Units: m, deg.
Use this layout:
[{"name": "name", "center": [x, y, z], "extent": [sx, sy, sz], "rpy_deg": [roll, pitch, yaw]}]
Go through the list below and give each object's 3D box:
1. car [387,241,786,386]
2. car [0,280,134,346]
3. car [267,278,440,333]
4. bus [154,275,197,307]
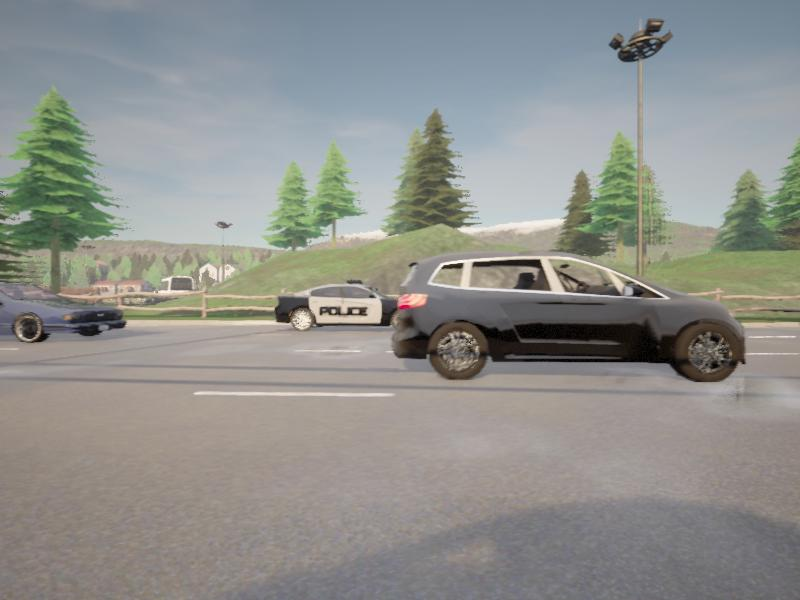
[{"name": "car", "center": [2.190, 0.157, 5.824], "extent": [4.611, 1.667, 2.242], "rpy_deg": [0, 0, 2]}, {"name": "car", "center": [-9.815, 0.280, 9.764], "extent": [5.357, 1.411, 2.033], "rpy_deg": [0, 0, 2]}, {"name": "car", "center": [-1.379, 0.165, 12.960], "extent": [5.238, 1.638, 1.930], "rpy_deg": [0, 0, 2]}, {"name": "bus", "center": [-33.441, -1.187, 59.376], "extent": [3.944, 4.253, 10.273], "rpy_deg": [1, -1, -38]}]
